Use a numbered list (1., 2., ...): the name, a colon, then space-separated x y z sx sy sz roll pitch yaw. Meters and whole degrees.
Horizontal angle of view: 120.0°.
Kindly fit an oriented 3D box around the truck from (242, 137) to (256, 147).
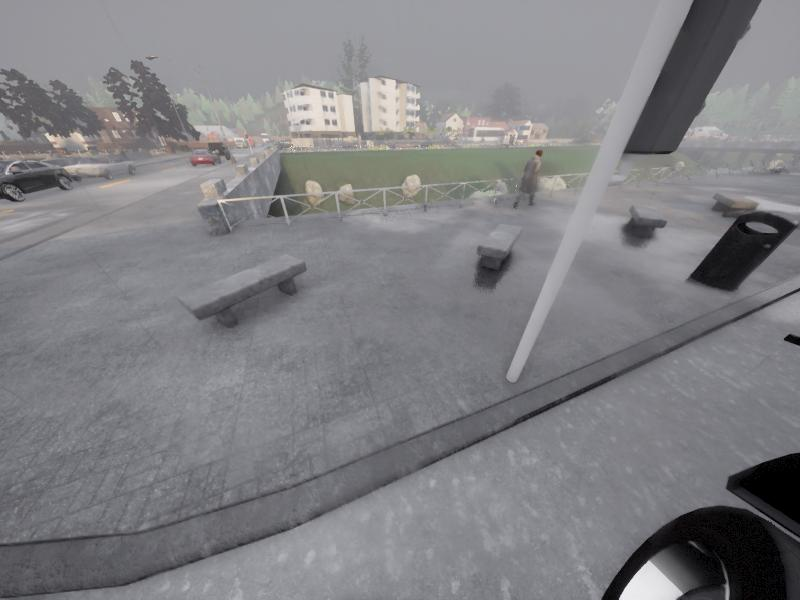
1. truck: -48.433 -50.697 74.188 2.627 2.467 5.204 -13 37 -17

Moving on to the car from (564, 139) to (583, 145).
1. car: 56.362 -51.338 74.994 4.856 1.649 2.033 -13 37 -17

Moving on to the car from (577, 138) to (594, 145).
1. car: 57.633 -49.248 71.820 3.866 1.878 1.905 -13 37 -17

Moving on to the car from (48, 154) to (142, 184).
1. car: -20.693 -9.209 16.043 1.895 1.301 4.718 -13 37 -17

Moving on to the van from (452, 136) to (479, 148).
1. van: 17.720 -42.895 62.622 6.366 2.431 2.351 -13 37 -17

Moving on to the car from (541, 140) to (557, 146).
1. car: 46.365 -48.966 71.924 3.806 1.475 1.970 -13 37 -17

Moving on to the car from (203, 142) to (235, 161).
1. car: -22.663 -18.728 29.066 1.905 1.878 3.866 -13 37 -17

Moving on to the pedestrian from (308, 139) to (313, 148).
1. pedestrian: -21.477 -37.677 55.583 0.751 1.860 0.751 -13 37 -17

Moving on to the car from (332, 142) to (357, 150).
1. car: -12.822 -35.543 53.313 5.357 1.411 2.033 -13 37 -17

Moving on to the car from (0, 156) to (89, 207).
1. car: -18.090 -5.600 10.708 2.128 1.511 4.902 -12 37 -16

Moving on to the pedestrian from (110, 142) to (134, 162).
1. pedestrian: -31.041 -16.521 25.799 0.751 1.860 0.751 -12 37 -17

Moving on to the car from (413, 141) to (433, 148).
1. car: 5.897 -39.829 59.171 4.892 1.490 1.837 -13 37 -17

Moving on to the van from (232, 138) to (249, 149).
1. van: -42.546 -41.975 61.788 2.351 2.431 6.366 -13 37 -17

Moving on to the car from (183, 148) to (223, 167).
1. car: -20.061 -14.695 23.769 1.994 1.385 4.181 -14 37 -19

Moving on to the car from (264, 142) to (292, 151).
1. car: -25.855 -32.512 49.022 4.892 1.490 1.837 -15 38 -20

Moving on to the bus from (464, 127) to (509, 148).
1. bus: 22.459 -42.320 60.186 10.273 4.253 3.944 -13 37 -17

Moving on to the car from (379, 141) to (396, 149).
1. car: -3.056 -37.793 56.361 3.806 1.475 1.970 -13 37 -17

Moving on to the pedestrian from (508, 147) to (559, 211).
1. pedestrian: 4.578 -4.219 8.065 0.751 1.860 0.751 -13 37 -17
